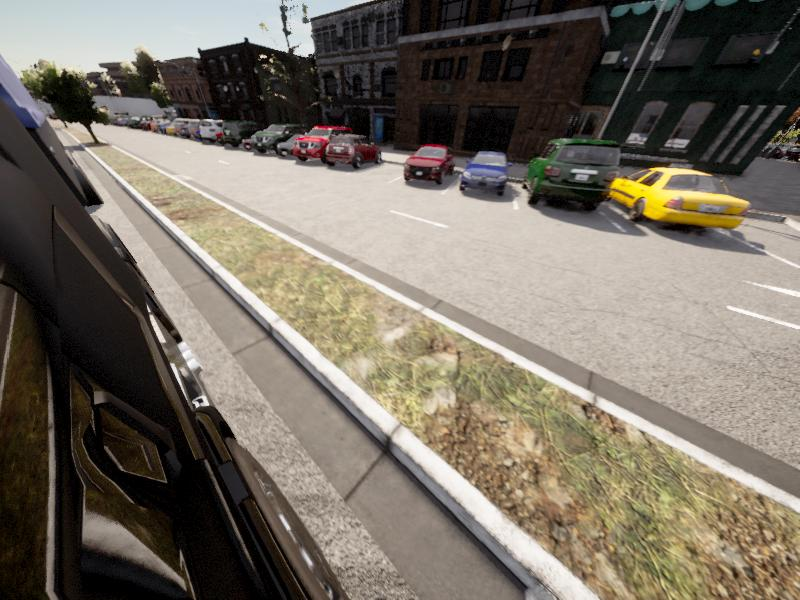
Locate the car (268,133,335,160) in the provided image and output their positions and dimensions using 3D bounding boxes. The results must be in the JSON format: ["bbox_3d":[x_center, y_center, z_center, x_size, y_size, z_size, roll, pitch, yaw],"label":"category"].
[{"bbox_3d":[-7.449,-12.169,18.194,2.163,1.488,4.792,14,38,14],"label":"car"}]

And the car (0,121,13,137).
[{"bbox_3d":[-40.332,-15.604,20.736,1.946,1.575,5.366,13,39,15],"label":"car"}]

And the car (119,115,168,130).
[{"bbox_3d":[-49.351,-34.233,44.620,2.435,2.045,5.566,12,37,12],"label":"car"}]

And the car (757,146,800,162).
[{"bbox_3d":[58.522,-21.931,34.737,4.892,1.521,2.231,15,39,15],"label":"car"}]

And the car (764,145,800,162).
[{"bbox_3d":[56.564,-20.753,32.827,4.553,1.767,2.185,15,39,15],"label":"car"}]

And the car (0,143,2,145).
[{"bbox_3d":[-31.204,-10.765,14.826,1.946,1.575,5.366,13,39,15],"label":"car"}]

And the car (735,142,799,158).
[{"bbox_3d":[66.283,-27.264,41.925,5.566,2.045,2.435,15,39,15],"label":"car"}]

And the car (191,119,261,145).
[{"bbox_3d":[-18.927,-18.555,25.555,2.435,2.045,5.566,14,37,15],"label":"car"}]

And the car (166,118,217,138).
[{"bbox_3d":[-28.191,-23.358,31.442,1.878,1.987,4.442,14,38,14],"label":"car"}]

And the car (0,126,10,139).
[{"bbox_3d":[-38.107,-14.473,18.950,2.435,2.045,5.566,14,39,15],"label":"car"}]

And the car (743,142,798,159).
[{"bbox_3d":[64.212,-25.989,40.133,4.442,1.987,1.878,15,39,15],"label":"car"}]

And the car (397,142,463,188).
[{"bbox_3d":[1.757,-7.289,12.191,2.097,1.535,5.008,15,38,14],"label":"car"}]

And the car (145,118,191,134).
[{"bbox_3d":[-37.488,-28.198,37.504,2.185,1.767,4.553,13,37,14],"label":"car"}]

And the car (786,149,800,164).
[{"bbox_3d":[50.818,-16.766,27.399,4.792,1.488,2.163,15,39,15],"label":"car"}]

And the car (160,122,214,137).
[{"bbox_3d":[-30.424,-24.568,33.300,1.946,1.575,5.366,14,37,14],"label":"car"}]

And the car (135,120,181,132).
[{"bbox_3d":[-42.204,-30.508,40.506,2.097,1.535,5.008,13,37,13],"label":"car"}]

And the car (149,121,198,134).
[{"bbox_3d":[-35.143,-26.892,36.115,2.231,1.521,4.892,13,37,14],"label":"car"}]

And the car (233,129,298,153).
[{"bbox_3d":[-12.051,-14.620,21.187,2.163,1.488,4.792,14,38,14],"label":"car"}]

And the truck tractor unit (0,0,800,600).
[{"bbox_3d":[-2.645,-0.295,0.352,6.516,4.208,3.053,28,44,30],"label":"truck tractor unit"}]

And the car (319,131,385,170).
[{"bbox_3d":[-2.854,-9.838,15.103,2.185,1.767,4.553,14,37,15],"label":"car"}]

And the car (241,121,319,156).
[{"bbox_3d":[-9.735,-13.621,19.525,2.435,2.045,5.566,14,38,14],"label":"car"}]

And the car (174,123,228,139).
[{"bbox_3d":[-25.848,-22.008,30.213,2.163,1.488,4.792,14,37,15],"label":"car"}]

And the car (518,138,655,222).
[{"bbox_3d":[6.378,-5.042,9.033,2.435,2.045,5.566,14,37,15],"label":"car"}]

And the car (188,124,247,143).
[{"bbox_3d":[-21.242,-19.563,27.179,2.097,1.535,5.008,14,38,14],"label":"car"}]

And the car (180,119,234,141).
[{"bbox_3d":[-23.572,-20.906,28.450,1.878,1.987,4.442,14,38,14],"label":"car"}]

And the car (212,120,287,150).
[{"bbox_3d":[-14.328,-16.105,22.564,2.435,2.045,5.566,14,37,15],"label":"car"}]

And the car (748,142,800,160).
[{"bbox_3d":[62.280,-24.705,38.296,4.442,1.987,1.878,15,39,15],"label":"car"}]

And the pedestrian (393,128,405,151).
[{"bbox_3d":[-0.125,-15.892,22.880,0.751,1.860,0.751,27,43,26],"label":"pedestrian"}]

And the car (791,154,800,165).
[{"bbox_3d":[48.685,-15.553,25.584,5.366,1.575,1.946,15,39,15],"label":"car"}]

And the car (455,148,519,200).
[{"bbox_3d":[4.061,-6.019,10.697,2.002,1.452,4.674,15,38,15],"label":"car"}]

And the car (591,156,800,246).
[{"bbox_3d":[8.734,-3.700,7.779,1.946,1.575,5.366,14,37,15],"label":"car"}]

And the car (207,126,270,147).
[{"bbox_3d":[-16.641,-17.113,24.187,2.097,1.535,5.008,14,38,14],"label":"car"}]

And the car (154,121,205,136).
[{"bbox_3d":[-32.796,-25.686,34.649,2.097,1.535,5.008,14,37,14],"label":"car"}]

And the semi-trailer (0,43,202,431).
[{"bbox_3d":[-8.698,-3.603,4.230,14.254,4.402,2.717,28,44,30],"label":"semi-trailer"}]

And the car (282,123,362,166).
[{"bbox_3d":[-5.133,-11.167,16.529,2.435,2.045,5.566,14,38,14],"label":"car"}]

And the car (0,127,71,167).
[{"bbox_3d":[-19.506,-8.113,12.141,4.181,1.385,1.994,28,44,30],"label":"car"}]
